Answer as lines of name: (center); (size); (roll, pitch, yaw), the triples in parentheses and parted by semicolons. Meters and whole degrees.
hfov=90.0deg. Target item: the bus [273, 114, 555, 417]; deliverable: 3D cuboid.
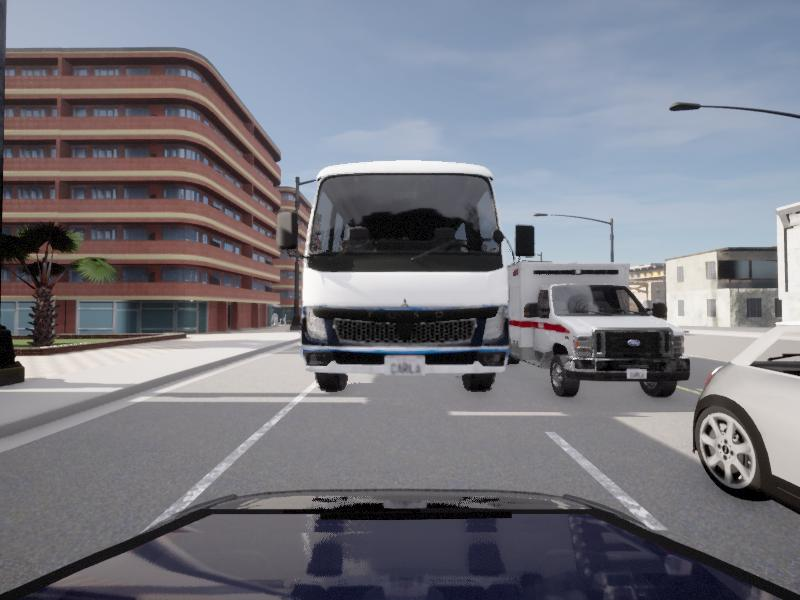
bus: (0.249, -0.426, 10.762); (3.944, 4.253, 10.273); (0, -1, 1)

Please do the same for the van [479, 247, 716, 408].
van: (3.611, 0.459, 9.232); (2.351, 2.431, 6.366); (0, -1, 1)

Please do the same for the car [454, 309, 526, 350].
car: (3.517, 1.107, 16.510); (1.812, 1.442, 4.674); (0, -2, -1)

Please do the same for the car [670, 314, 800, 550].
car: (3.537, 0.858, 1.899); (1.970, 1.475, 3.806); (0, 0, 1)
